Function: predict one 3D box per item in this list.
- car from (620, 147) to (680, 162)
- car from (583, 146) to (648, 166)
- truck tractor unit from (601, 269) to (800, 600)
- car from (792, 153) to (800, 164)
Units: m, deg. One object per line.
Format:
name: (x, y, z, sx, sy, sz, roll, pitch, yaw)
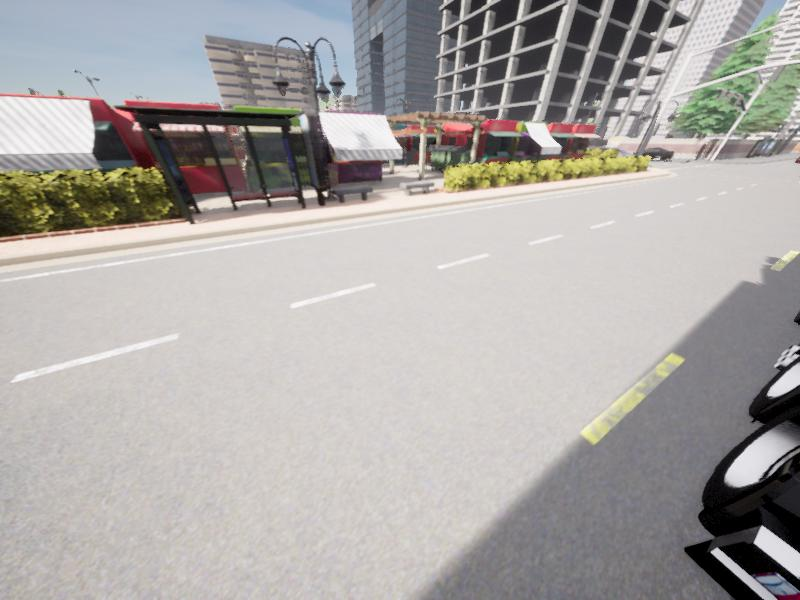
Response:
car: (33.506, -19.664, 31.119, 1.882, 1.535, 5.008, -18, 39, -25)
car: (24.570, -16.638, 26.612, 2.033, 1.649, 4.856, -17, 38, -23)
truck tractor unit: (5.120, -0.291, 0.771, 6.516, 4.208, 3.053, -18, 39, -24)
car: (52.229, -18.163, 29.167, 3.988, 1.617, 1.851, -17, 38, -23)
